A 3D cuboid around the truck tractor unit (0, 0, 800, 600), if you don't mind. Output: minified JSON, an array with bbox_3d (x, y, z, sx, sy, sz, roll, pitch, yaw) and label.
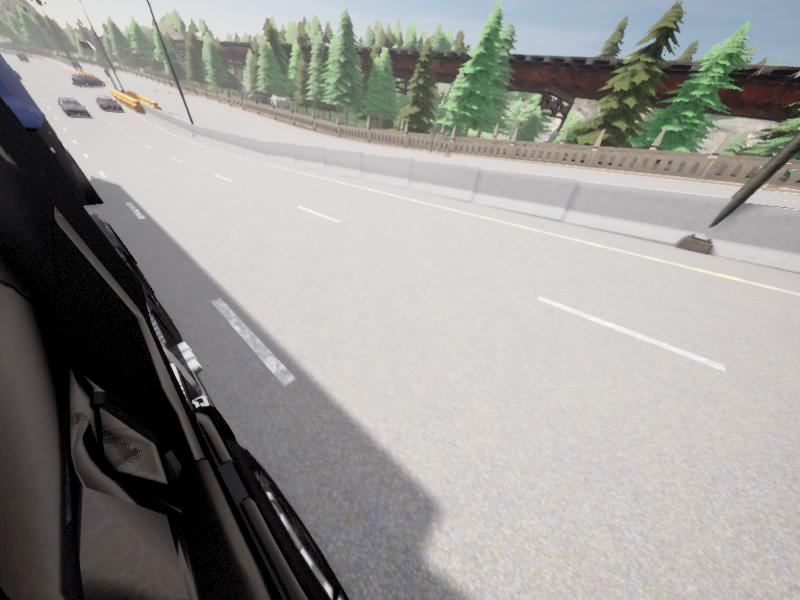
[{"bbox_3d":[-2.645,-0.295,0.352,6.516,4.208,3.053,28,44,30],"label":"truck tractor unit"}]

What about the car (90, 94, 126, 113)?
[{"bbox_3d":[-37.852,-25.461,29.955,4.181,1.385,1.994,33,46,25],"label":"car"}]

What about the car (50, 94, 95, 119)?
[{"bbox_3d":[-36.474,-21.523,25.696,5.357,1.411,2.033,33,46,25],"label":"car"}]

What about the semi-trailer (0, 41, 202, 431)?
[{"bbox_3d":[-8.697,-3.608,4.226,14.254,4.402,2.717,28,44,30],"label":"semi-trailer"}]

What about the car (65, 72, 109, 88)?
[{"bbox_3d":[-60.668,-42.662,44.921,2.097,1.767,4.553,8,41,-2],"label":"car"}]
